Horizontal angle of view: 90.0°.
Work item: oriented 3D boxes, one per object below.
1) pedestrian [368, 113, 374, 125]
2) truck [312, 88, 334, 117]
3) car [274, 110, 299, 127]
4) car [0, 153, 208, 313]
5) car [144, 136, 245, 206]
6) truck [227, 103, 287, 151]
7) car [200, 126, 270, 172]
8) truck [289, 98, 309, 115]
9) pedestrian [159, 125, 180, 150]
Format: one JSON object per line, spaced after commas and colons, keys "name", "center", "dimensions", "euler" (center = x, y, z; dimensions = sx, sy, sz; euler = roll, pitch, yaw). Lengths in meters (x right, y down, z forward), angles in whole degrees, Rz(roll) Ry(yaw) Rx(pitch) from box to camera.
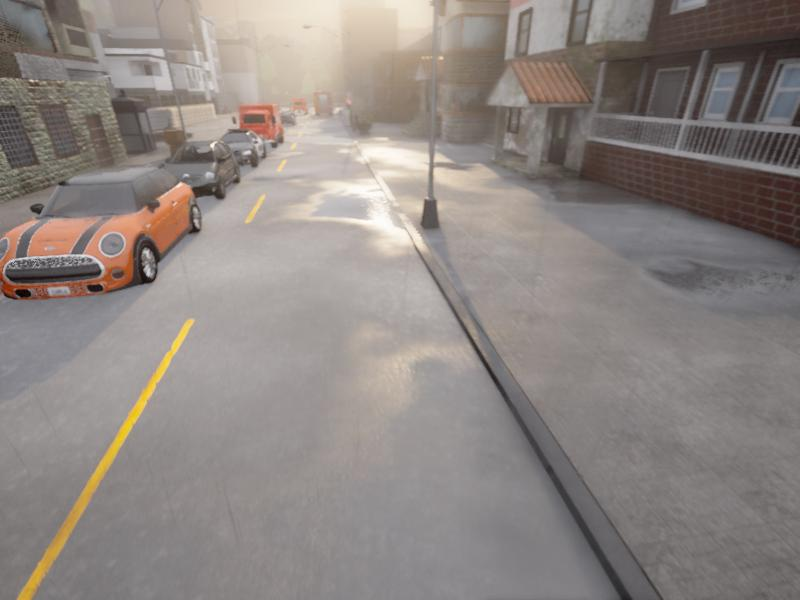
{"name": "pedestrian", "center": [-2.980, -18.799, 41.631], "dimensions": [0.500, 1.100, 0.500], "euler": [-6, 28, -10]}
{"name": "truck", "center": [-12.274, -31.756, 64.175], "dimensions": [2.891, 3.827, 8.468], "euler": [-5, 28, -8]}
{"name": "car", "center": [-12.445, -19.988, 44.008], "dimensions": [2.033, 1.411, 5.357], "euler": [-5, 28, -8]}
{"name": "car", "center": [-5.709, -1.677, 7.969], "dimensions": [2.097, 1.767, 4.553], "euler": [-5, 28, -8]}
{"name": "car", "center": [-6.793, -4.561, 13.782], "dimensions": [1.851, 1.617, 3.988], "euler": [-5, 28, -8]}
{"name": "truck", "center": [-9.169, -11.470, 26.265], "dimensions": [2.627, 2.467, 5.204], "euler": [-5, 28, -8]}
{"name": "car", "center": [-7.901, -7.572, 19.719], "dimensions": [2.038, 1.542, 4.974], "euler": [-5, 28, -8]}
{"name": "truck", "center": [-16.752, -32.289, 66.745], "dimensions": [2.627, 2.467, 5.204], "euler": [-5, 28, -8]}
{"name": "pedestrian", "center": [-13.867, -9.813, 24.107], "dimensions": [0.751, 1.300, 0.751], "euler": [-12, 30, -22]}
